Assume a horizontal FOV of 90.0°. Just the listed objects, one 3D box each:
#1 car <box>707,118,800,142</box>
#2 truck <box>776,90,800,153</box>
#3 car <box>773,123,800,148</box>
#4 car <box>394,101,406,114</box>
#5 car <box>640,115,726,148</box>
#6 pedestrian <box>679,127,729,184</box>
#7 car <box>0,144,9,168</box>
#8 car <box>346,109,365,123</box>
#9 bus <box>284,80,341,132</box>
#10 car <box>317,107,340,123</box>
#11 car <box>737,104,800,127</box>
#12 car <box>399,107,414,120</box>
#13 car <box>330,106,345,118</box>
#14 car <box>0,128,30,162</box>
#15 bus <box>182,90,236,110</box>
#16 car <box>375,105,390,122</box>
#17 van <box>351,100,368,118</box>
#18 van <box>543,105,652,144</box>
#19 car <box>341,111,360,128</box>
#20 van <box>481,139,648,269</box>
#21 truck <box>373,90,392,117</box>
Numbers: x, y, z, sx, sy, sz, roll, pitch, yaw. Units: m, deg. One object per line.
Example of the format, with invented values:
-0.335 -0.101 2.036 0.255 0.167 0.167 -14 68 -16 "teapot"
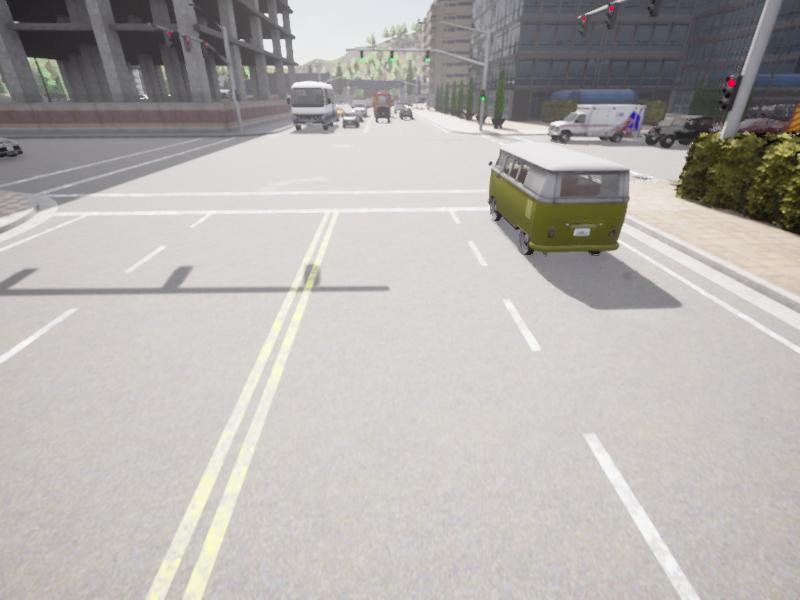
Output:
26.307 -12.737 29.890 5.008 1.535 1.882 -1 27 -3 "car"
27.955 -10.605 23.198 8.468 3.827 2.891 -1 27 -3 "truck"
28.236 -11.113 26.893 4.181 1.385 1.994 -1 27 -3 "car"
-0.055 -37.755 78.391 2.150 2.045 5.566 -1 27 -2 "car"
18.506 -11.116 26.344 3.866 1.878 1.905 -1 27 -3 "car"
10.980 -5.250 14.512 0.751 1.860 0.751 4 27 8 "pedestrian"
-21.319 -6.907 18.195 4.605 1.855 1.932 0 27 0 "car"
-5.745 -24.005 52.064 2.128 1.511 4.902 -1 27 -2 "car"
-8.636 -20.095 41.400 3.944 4.253 10.273 -1 27 -2 "bus"
-9.260 -24.151 52.181 2.242 1.667 4.611 -1 27 -2 "car"
39.910 -19.409 42.008 6.274 2.098 2.390 13 30 24 "car"
0.911 -27.591 59.056 2.007 1.525 4.514 -1 27 -2 "car"
-9.812 -29.786 63.328 1.801 1.575 5.366 -1 27 -2 "car"
-22.786 -8.283 21.336 3.806 1.475 1.970 -1 27 -2 "car"
-45.112 -47.460 94.949 10.273 4.253 3.944 -1 27 -2 "bus"
-2.324 -24.985 53.557 1.905 1.878 3.866 -1 27 -2 "car"
-6.345 -30.522 63.823 2.351 2.431 6.366 -1 27 -2 "van"
14.173 -12.842 29.143 6.366 2.431 2.351 -1 27 -3 "van"
-5.319 -19.589 43.363 1.789 1.549 3.705 -1 27 -2 "car"
3.364 -2.514 9.418 1.775 1.987 4.442 -1 27 -2 "van"
-2.984 -32.677 66.506 2.891 3.827 8.468 -1 27 -2 "truck"
